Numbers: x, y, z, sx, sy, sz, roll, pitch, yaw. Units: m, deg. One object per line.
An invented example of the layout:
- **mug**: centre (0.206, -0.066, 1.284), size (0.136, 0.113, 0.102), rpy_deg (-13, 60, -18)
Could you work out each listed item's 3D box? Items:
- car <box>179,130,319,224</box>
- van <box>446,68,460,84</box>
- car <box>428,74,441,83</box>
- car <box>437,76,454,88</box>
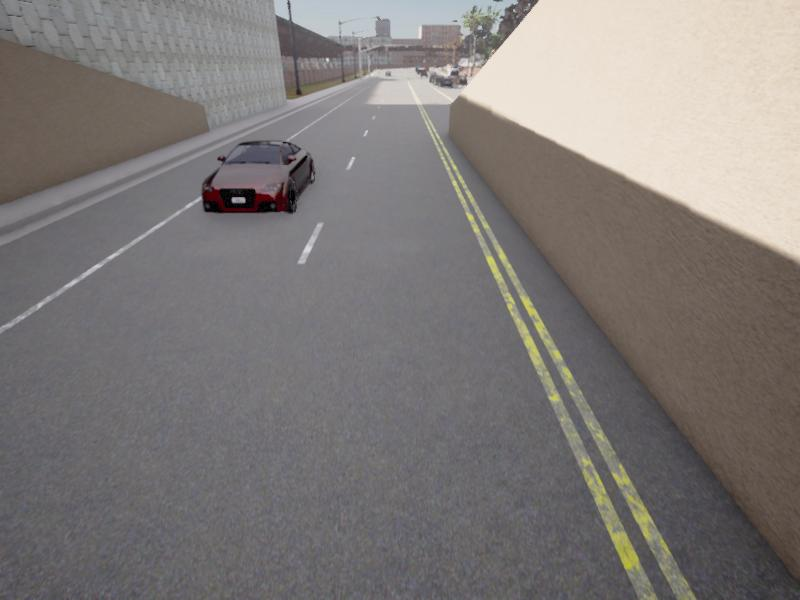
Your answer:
- **car**: centre (-3.506, -3.333, 10.313), size (1.994, 1.385, 4.181), rpy_deg (0, 30, 0)
- **van**: centre (10.458, -44.289, 79.031), size (1.988, 2.561, 5.915), rpy_deg (0, 30, 0)
- **car**: centre (6.967, -44.844, 80.993), size (2.128, 1.511, 4.902), rpy_deg (0, 30, 0)
- **car**: centre (7.120, -34.199, 62.815), size (2.007, 1.525, 4.514), rpy_deg (-1, 30, -3)
